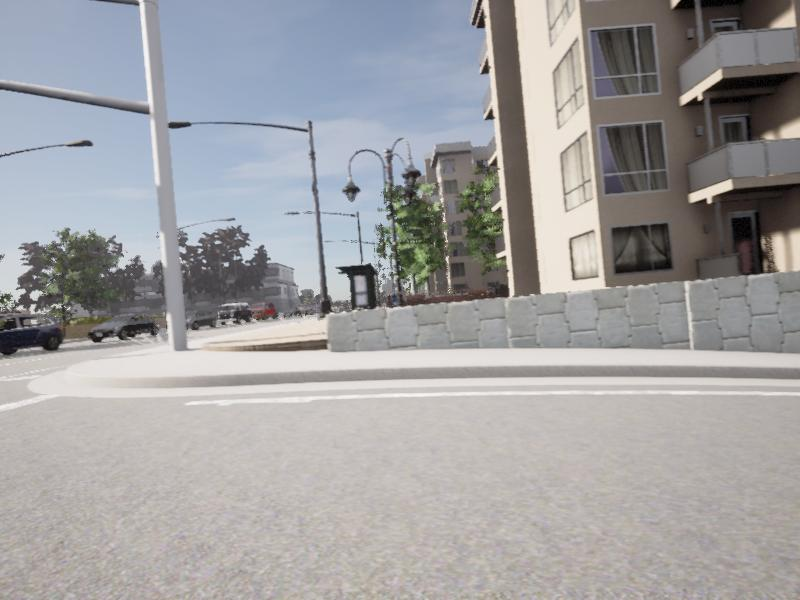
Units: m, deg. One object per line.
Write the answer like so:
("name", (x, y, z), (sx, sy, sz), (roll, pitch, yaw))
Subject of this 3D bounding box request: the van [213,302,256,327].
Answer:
("van", (-15.892, 1.333, 38.603), (2.069, 2.038, 4.480), (-5, 0, 1))

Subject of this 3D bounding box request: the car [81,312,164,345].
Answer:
("car", (-16.121, 1.579, 23.538), (1.816, 1.474, 4.193), (-5, 0, 1))

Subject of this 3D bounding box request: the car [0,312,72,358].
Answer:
("car", (-16.257, 1.464, 16.057), (2.242, 1.667, 4.611), (-5, 0, 1))

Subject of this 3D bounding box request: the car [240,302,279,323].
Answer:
("car", (-15.781, 1.345, 45.332), (2.150, 2.045, 5.566), (-5, 0, 1))

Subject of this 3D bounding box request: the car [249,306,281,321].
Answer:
("car", (-17.749, 1.821, 52.563), (3.988, 1.617, 1.851), (-5, -1, 37))

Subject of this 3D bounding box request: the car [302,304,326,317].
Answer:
("car", (-12.080, 1.419, 56.564), (2.038, 1.542, 4.974), (-6, -1, 1))

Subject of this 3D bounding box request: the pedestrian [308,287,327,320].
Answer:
("pedestrian", (-4.915, 0.215, 23.849), (0.751, 1.860, 0.751), (-5, 0, 7))

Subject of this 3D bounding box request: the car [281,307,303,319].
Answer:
("car", (-15.537, 1.786, 57.638), (1.816, 1.474, 4.193), (-5, -1, 1))

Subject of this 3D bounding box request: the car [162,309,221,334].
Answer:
("car", (-15.998, 1.571, 30.999), (2.007, 1.525, 4.514), (-5, 0, 1))
